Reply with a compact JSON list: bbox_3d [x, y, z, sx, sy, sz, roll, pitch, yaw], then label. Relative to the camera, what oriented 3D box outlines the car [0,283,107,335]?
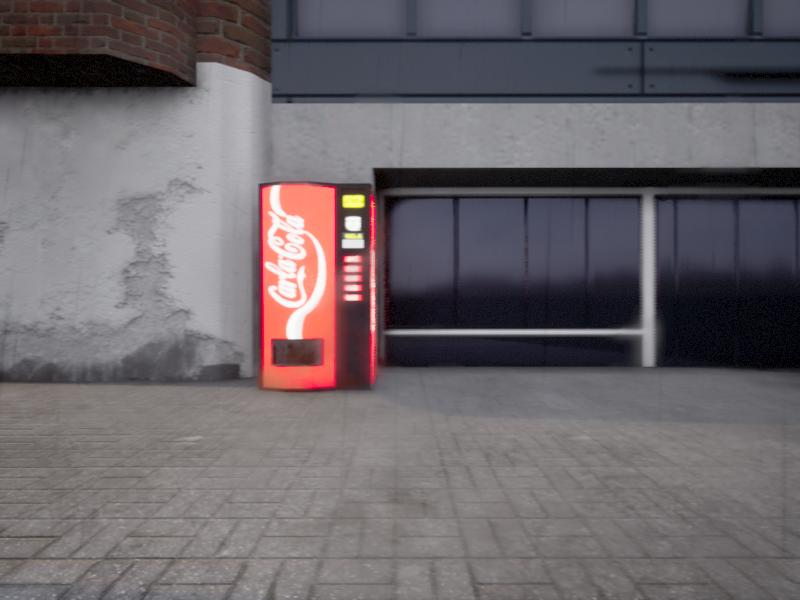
[{"bbox_3d":[-12.436,0.257,13.384,1.837,1.490,4.892,0,0,-2],"label":"car"}]
